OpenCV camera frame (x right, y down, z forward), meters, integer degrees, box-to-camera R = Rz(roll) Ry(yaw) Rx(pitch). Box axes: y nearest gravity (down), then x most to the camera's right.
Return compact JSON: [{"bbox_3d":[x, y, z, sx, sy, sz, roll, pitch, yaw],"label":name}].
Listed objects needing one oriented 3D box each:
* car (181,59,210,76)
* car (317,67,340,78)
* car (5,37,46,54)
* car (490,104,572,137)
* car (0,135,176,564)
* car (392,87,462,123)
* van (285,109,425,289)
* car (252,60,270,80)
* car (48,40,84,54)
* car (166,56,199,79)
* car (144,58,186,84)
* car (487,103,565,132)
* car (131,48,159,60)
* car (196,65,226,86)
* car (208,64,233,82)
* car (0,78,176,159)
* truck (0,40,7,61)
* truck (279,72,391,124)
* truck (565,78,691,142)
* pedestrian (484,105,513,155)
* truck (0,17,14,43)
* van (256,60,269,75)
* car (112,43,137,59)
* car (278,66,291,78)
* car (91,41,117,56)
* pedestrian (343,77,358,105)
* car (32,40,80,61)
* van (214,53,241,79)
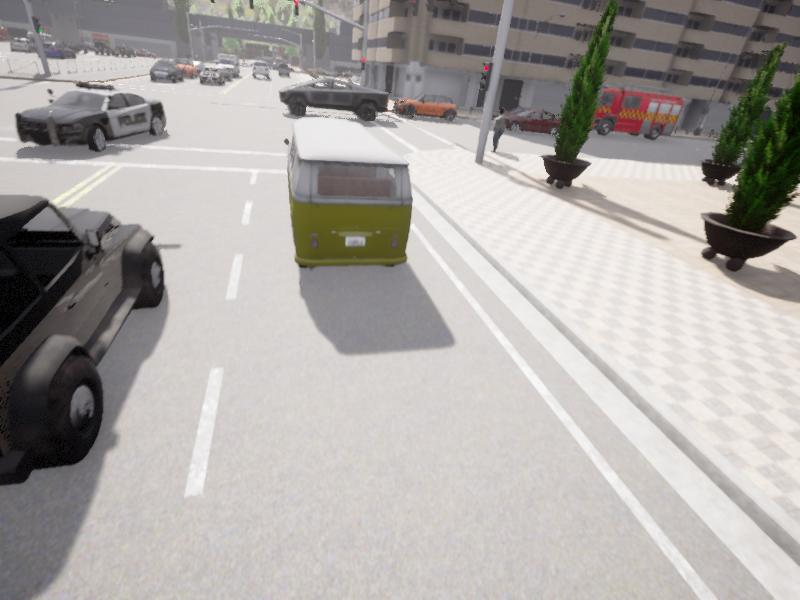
[{"bbox_3d":[-24.627,-28.117,48.339,2.163,1.488,4.792,-2,31,-16],"label":"car"},{"bbox_3d":[-16.356,-51.944,91.379,4.974,1.542,2.038,-3,31,-16],"label":"car"},{"bbox_3d":[-45.275,-30.787,48.508,1.970,1.475,3.806,-2,31,-16],"label":"car"},{"bbox_3d":[9.129,-12.535,28.010,5.008,1.535,1.882,-2,31,-16],"label":"car"},{"bbox_3d":[-3.585,-0.080,3.483,1.905,1.878,3.866,-2,31,-16],"label":"car"},{"bbox_3d":[1.897,-14.247,29.239,4.553,1.767,2.097,-1,31,-13],"label":"car"},{"bbox_3d":[-1.172,-2.176,7.530,1.775,1.987,4.442,-2,31,-16],"label":"van"},{"bbox_3d":[-19.311,-32.078,55.749,2.150,2.045,5.566,-3,31,-16],"label":"car"},{"bbox_3d":[-48.035,-36.356,57.616,2.033,1.415,5.357,-2,31,-16],"label":"car"},{"bbox_3d":[-22.678,-24.394,41.949,2.097,1.767,4.553,-2,31,-16],"label":"car"},{"bbox_3d":[-20.707,-20.373,35.528,2.033,1.649,4.856,-2,31,-16],"label":"car"},{"bbox_3d":[9.823,-14.312,31.389,5.357,1.411,2.033,-2,31,-16],"label":"car"},{"bbox_3d":[-48.474,-46.858,76.124,3.806,1.475,1.970,-2,31,-15],"label":"car"},{"bbox_3d":[-17.743,-21.243,37.801,1.970,1.475,3.806,-2,31,-16],"label":"car"},{"bbox_3d":[-19.567,-24.824,43.764,1.994,1.385,4.181,-2,31,-16],"label":"car"},{"bbox_3d":[-9.538,-5.915,12.634,1.930,1.638,5.238,5,30,-1],"label":"car"},{"bbox_3d":[-34.448,-20.459,32.091,2.069,2.038,4.478,-2,31,-16],"label":"truck"},{"bbox_3d":[-3.965,-12.123,24.080,6.274,2.098,2.390,-3,31,-16],"label":"truck"},{"bbox_3d":[18.785,-15.712,33.218,8.468,3.827,2.891,-2,31,-15],"label":"truck"},{"bbox_3d":[4.278,-7.424,17.439,0.751,1.860,0.751,7,30,1],"label":"pedestrian"},{"bbox_3d":[-73.355,-47.212,69.158,8.468,3.827,2.891,-2,31,-14],"label":"truck"},{"bbox_3d":[-23.405,-39.672,68.181,1.775,1.987,4.442,-2,31,-16],"label":"van"},{"bbox_3d":[-44.201,-40.003,64.273,1.932,1.855,4.605,-2,31,-16],"label":"car"},{"bbox_3d":[-19.119,-37.762,66.163,1.845,1.501,3.633,-2,31,-16],"label":"car"},{"bbox_3d":[-47.002,-39.914,63.548,1.905,1.878,3.866,-2,31,-16],"label":"car"},{"bbox_3d":[-3.886,-16.354,31.362,0.751,1.860,0.751,-21,40,-39],"label":"pedestrian"},{"bbox_3d":[-38.244,-27.823,44.653,2.242,1.667,4.611,-2,31,-16],"label":"car"},{"bbox_3d":[-21.729,-29.698,50.732,2.351,2.431,6.366,-2,31,-16],"label":"van"}]
